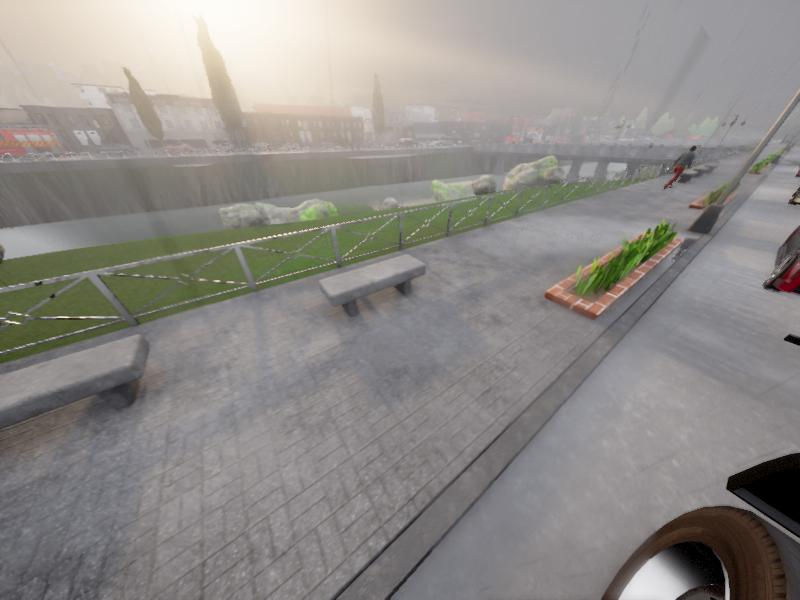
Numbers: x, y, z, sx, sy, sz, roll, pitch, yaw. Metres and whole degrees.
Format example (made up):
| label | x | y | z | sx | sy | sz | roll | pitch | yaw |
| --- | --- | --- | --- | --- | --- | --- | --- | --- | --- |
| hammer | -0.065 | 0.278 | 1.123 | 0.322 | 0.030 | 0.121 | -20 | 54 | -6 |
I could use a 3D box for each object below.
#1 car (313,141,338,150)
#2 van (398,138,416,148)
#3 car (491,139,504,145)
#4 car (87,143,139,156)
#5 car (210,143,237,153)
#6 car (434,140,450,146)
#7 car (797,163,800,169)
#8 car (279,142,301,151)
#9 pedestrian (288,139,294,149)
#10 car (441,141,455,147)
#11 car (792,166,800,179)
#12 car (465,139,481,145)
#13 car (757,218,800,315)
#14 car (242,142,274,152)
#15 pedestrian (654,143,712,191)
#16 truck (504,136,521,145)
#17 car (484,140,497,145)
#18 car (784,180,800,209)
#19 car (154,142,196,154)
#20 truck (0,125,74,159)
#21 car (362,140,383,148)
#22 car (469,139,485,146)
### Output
| label | x | y | z | sx | sy | sz | roll | pitch | yaw |
| --- | --- | --- | --- | --- | --- | --- | --- | --- | --- |
| car | -17.534 | -36.563 | 54.536 | 5.238 | 1.638 | 1.930 | -22 | 41 | -28 |
| van | 1.895 | -41.814 | 61.538 | 4.480 | 2.038 | 2.069 | -22 | 41 | -28 |
| car | 33.579 | -54.486 | 79.797 | 3.988 | 1.617 | 1.851 | -22 | 41 | -28 |
| car | -46.760 | -24.675 | 37.833 | 4.856 | 1.649 | 2.033 | -22 | 41 | -28 |
| car | -34.371 | -29.646 | 44.952 | 3.806 | 1.475 | 1.970 | -22 | 41 | -28 |
| car | 13.094 | -48.975 | 72.080 | 5.008 | 1.535 | 1.882 | -22 | 41 | -28 |
| car | 35.496 | -11.877 | 19.307 | 4.193 | 1.474 | 1.816 | -22 | 41 | -28 |
| car | -24.167 | -33.796 | 50.788 | 3.806 | 1.475 | 1.970 | -22 | 41 | -28 |
| pedestrian | -26.473 | -37.831 | 56.002 | 0.751 | 1.860 | 0.751 | -9 | 36 | -13 |
| car | 14.299 | -46.594 | 68.815 | 3.806 | 1.475 | 1.970 | -22 | 41 | -28 |
| car | 27.637 | -8.705 | 14.803 | 4.514 | 1.525 | 2.007 | -22 | 41 | -28 |
| car | 24.798 | -53.776 | 78.742 | 5.238 | 1.638 | 1.930 | -22 | 41 | -28 |
| car | 8.234 | -0.758 | 3.764 | 4.181 | 1.385 | 1.994 | -22 | 41 | -28 |
| car | -29.298 | -31.780 | 47.811 | 5.238 | 1.638 | 1.930 | -22 | 41 | -28 |
| pedestrian | 13.209 | -6.227 | 10.854 | 0.751 | 1.860 | 0.751 | -10 | 36 | -13 |
| truck | 40.837 | -57.825 | 83.678 | 5.204 | 2.467 | 2.627 | -22 | 41 | -28 |
| car | 32.633 | -56.906 | 83.261 | 4.892 | 1.490 | 1.837 | -22 | 41 | -28 |
| car | 17.293 | -4.503 | 8.895 | 4.514 | 1.525 | 2.007 | -22 | 41 | -28 |
| car | -40.225 | -27.328 | 41.568 | 5.027 | 1.651 | 2.152 | -22 | 41 | -28 |
| truck | -54.532 | -22.415 | 32.758 | 8.468 | 3.827 | 2.891 | -22 | 41 | -28 |
| car | -7.184 | -40.775 | 60.455 | 4.856 | 1.649 | 2.033 | -22 | 41 | -28 |
| car | 24.968 | -51.032 | 74.844 | 5.238 | 1.638 | 1.930 | -22 | 41 | -28 |
